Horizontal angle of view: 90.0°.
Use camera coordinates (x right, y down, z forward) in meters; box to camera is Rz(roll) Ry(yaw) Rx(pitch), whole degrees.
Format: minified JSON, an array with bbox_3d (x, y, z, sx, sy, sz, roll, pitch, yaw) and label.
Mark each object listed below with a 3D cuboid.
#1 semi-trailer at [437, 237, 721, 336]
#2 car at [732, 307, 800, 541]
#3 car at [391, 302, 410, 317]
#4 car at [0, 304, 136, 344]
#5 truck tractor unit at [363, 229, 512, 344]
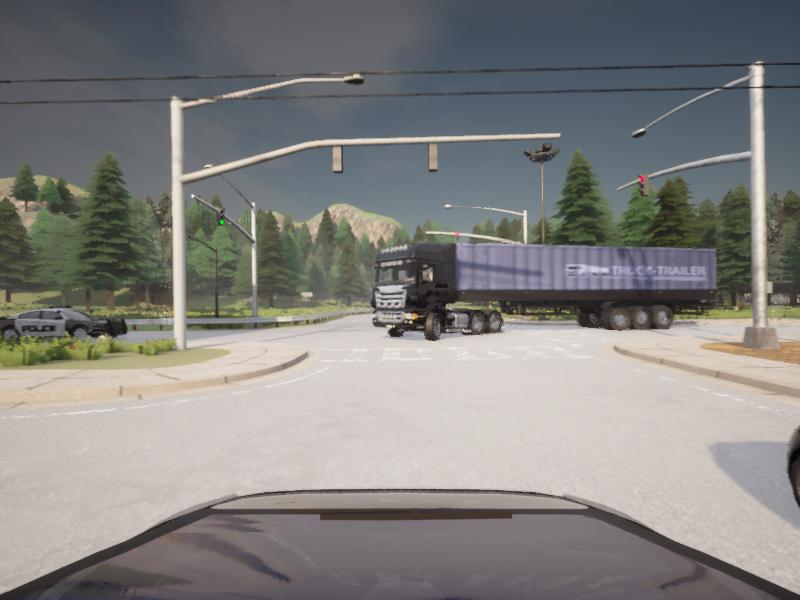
[{"bbox_3d":[9.157,-0.663,20.473,14.254,4.402,2.717,-1,0,-11],"label":"semi-trailer"},{"bbox_3d":[3.500,0.797,1.283,1.845,1.501,3.633,-1,0,0],"label":"car"},{"bbox_3d":[0.034,0.955,41.068,1.816,1.474,4.193,-1,0,0],"label":"car"},{"bbox_3d":[-15.315,1.064,18.244,5.238,1.638,1.930,-1,0,1],"label":"car"},{"bbox_3d":[1.894,-0.482,17.968,6.516,4.208,3.053,0,-1,-44],"label":"truck tractor unit"}]
